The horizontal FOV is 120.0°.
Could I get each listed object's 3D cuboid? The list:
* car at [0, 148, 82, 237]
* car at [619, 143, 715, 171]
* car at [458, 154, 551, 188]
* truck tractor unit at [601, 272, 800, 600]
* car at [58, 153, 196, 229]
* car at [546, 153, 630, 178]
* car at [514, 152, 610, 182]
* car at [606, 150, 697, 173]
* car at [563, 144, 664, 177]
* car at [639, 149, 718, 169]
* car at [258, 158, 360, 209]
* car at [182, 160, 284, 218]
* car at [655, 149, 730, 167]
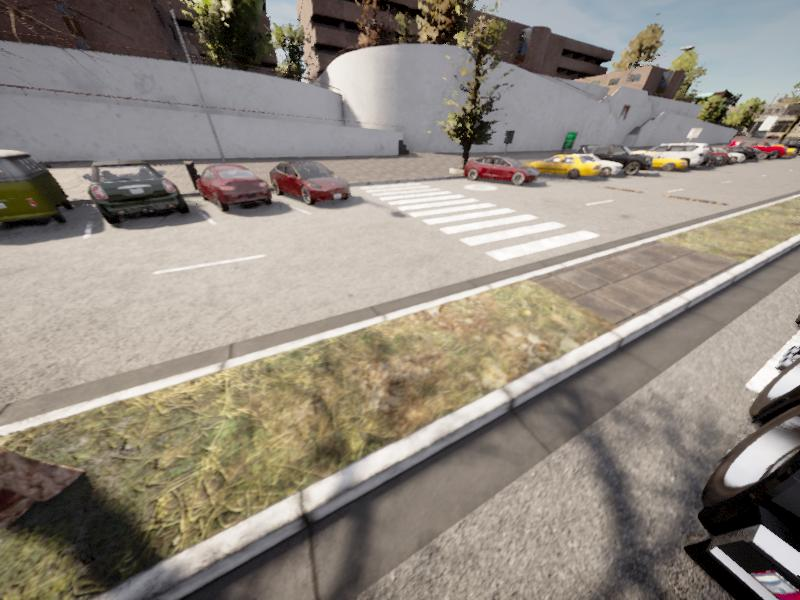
[{"bbox_3d":[-12.445,-3.591,7.334,4.442,1.987,1.878,29,44,35],"label":"car"},{"bbox_3d":[25.423,-13.934,22.349,5.566,2.045,2.435,28,44,35],"label":"car"},{"bbox_3d":[6.545,-8.467,14.951,4.792,1.488,2.163,29,43,35],"label":"car"},{"bbox_3d":[5.123,-0.289,0.766,6.516,4.208,3.053,-18,39,-23],"label":"truck tractor unit"},{"bbox_3d":[-9.652,-4.182,8.381,4.553,1.767,2.185,29,44,35],"label":"car"},{"bbox_3d":[14.631,-10.687,18.214,4.674,1.452,2.002,28,43,35],"label":"car"},{"bbox_3d":[11.792,-10.048,17.211,5.366,1.575,1.946,29,44,35],"label":"car"},{"bbox_3d":[22.875,-12.892,21.301,5.366,1.575,1.946,28,43,35],"label":"car"},{"bbox_3d":[17.361,-11.657,19.111,5.566,2.045,2.435,29,43,35],"label":"car"},{"bbox_3d":[28.125,-14.463,23.570,4.792,1.488,2.163,28,44,35],"label":"car"},{"bbox_3d":[-4.261,-5.524,10.628,4.792,1.488,2.163,29,43,35],"label":"car"},{"bbox_3d":[-6.988,-4.786,9.563,4.674,1.452,2.002,29,44,35],"label":"car"},{"bbox_3d":[30.857,-15.209,24.631,4.674,1.452,2.002,28,44,35],"label":"car"}]
